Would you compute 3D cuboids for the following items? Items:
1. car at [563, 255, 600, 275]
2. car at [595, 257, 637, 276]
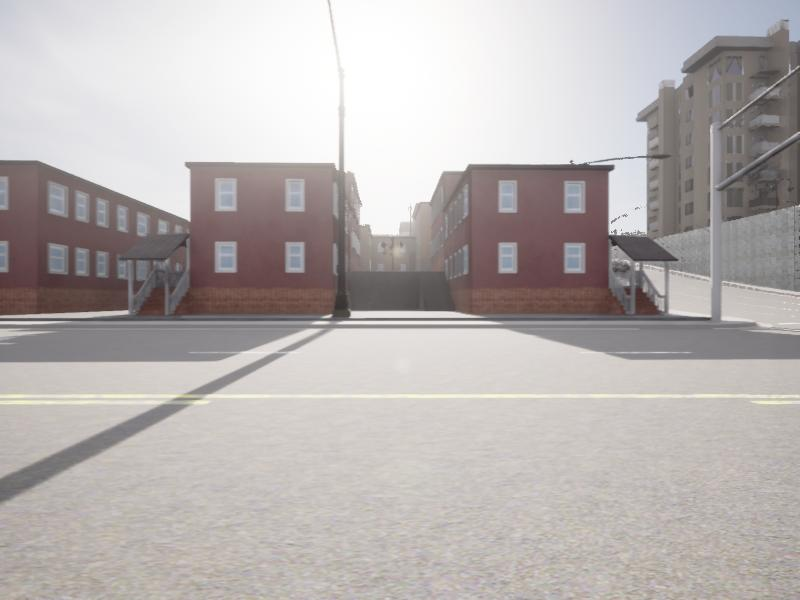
[{"bbox_3d":[21.137,-4.152,46.762,2.033,1.649,4.856,0,12,0],"label":"car"},{"bbox_3d":[24.640,-3.900,45.888,2.128,1.511,4.902,0,12,0],"label":"car"}]
